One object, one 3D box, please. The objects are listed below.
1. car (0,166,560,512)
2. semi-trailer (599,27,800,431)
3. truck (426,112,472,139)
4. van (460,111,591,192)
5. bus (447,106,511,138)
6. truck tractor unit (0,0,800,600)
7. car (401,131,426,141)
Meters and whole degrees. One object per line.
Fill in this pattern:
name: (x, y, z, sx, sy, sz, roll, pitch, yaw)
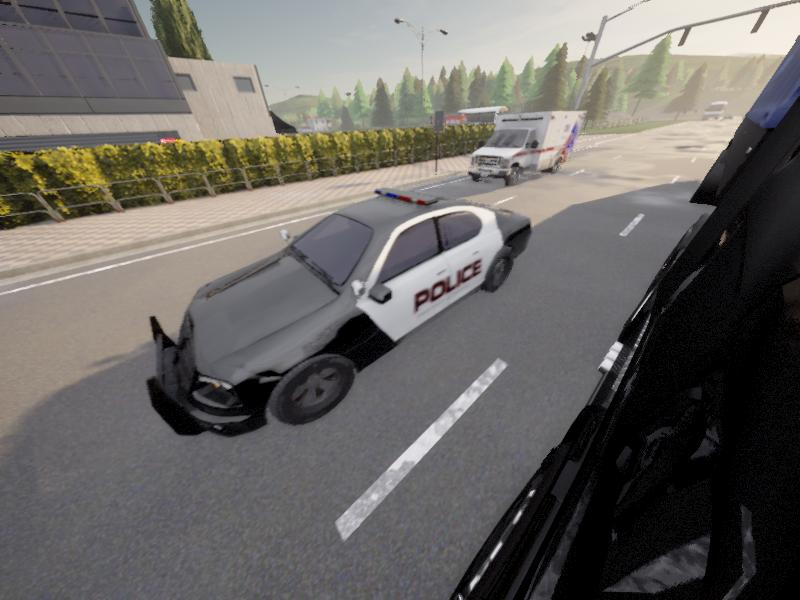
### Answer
car: (-0.237, -0.543, 3.121, 4.974, 1.542, 2.038, -29, 44, -30)
semi-trailer: (8.619, -3.668, 4.291, 14.254, 4.402, 2.717, -29, 44, -30)
truck: (9.005, -33.152, 44.049, 2.891, 3.827, 8.468, -28, 44, -30)
van: (5.828, -7.074, 10.673, 6.366, 2.431, 2.351, -29, 44, -31)
bus: (14.273, -32.882, 42.985, 3.944, 4.253, 10.273, -28, 44, -30)
truck tractor unit: (2.645, -0.295, 0.351, 6.516, 4.208, 3.053, -28, 44, -30)
car: (2.490, -30.138, 42.450, 1.812, 1.442, 4.674, -28, 44, -30)
